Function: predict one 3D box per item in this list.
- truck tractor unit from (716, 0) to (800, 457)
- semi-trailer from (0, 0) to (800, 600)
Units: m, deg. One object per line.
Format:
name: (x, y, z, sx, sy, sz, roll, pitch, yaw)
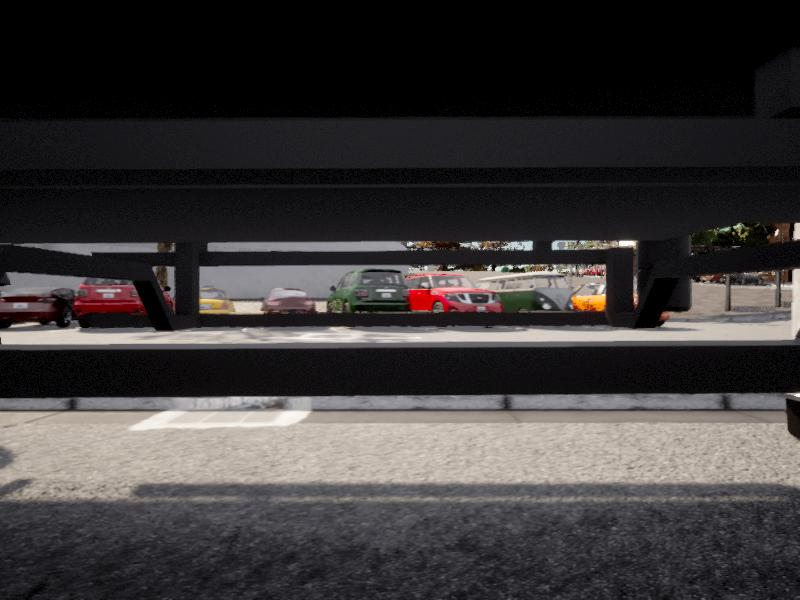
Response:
truck tractor unit: (5.813, -1.117, 1.696, 6.516, 4.208, 3.053, 0, 0, 0)
semi-trailer: (-2.101, -1.216, 1.676, 14.254, 4.402, 2.717, 0, 0, 0)
